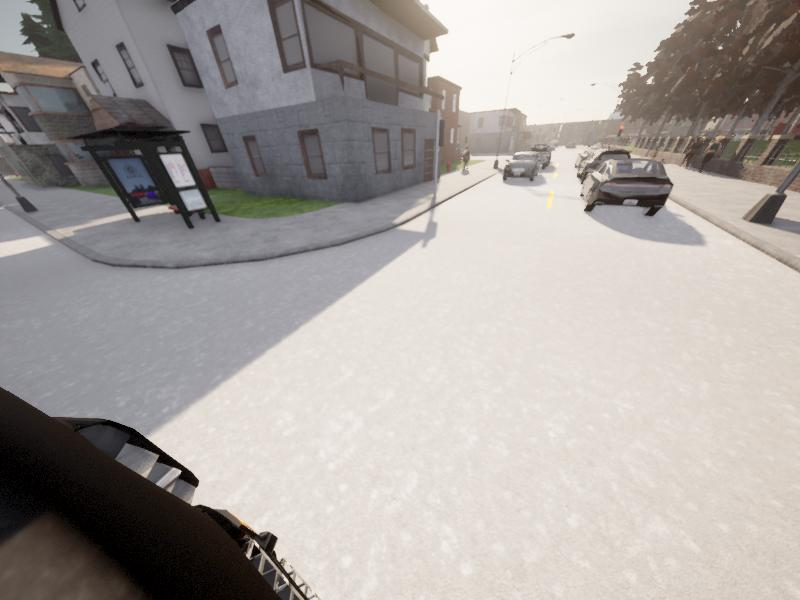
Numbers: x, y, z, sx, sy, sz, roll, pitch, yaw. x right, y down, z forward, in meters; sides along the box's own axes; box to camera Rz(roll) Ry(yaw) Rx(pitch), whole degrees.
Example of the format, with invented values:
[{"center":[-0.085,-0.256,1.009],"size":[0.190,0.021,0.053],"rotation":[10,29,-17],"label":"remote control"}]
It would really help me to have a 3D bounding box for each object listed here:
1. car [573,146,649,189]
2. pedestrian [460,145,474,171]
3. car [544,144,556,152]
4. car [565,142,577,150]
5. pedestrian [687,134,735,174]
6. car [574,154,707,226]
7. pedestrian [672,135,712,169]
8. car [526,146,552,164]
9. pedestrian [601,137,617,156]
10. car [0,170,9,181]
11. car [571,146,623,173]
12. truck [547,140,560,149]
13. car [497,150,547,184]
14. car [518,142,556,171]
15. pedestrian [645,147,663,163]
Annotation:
[{"center":[11.387,-7.539,12.925],"size":[2.033,1.649,4.856],"rotation":[15,38,24],"label":"car"},{"center":[5.639,-12.006,19.570],"size":[0.751,1.860,0.751],"rotation":[18,39,28],"label":"pedestrian"},{"center":[32.821,-33.209,50.448],"size":[1.812,1.442,4.674],"rotation":[16,38,26],"label":"car"},{"center":[41.649,-37.523,56.347],"size":[1.970,1.475,3.806],"rotation":[16,38,26],"label":"car"},{"center":[17.765,-8.349,13.258],"size":[0.751,1.860,0.751],"rotation":[15,38,25],"label":"pedestrian"},{"center":[7.857,-4.196,8.268],"size":[2.128,1.511,4.902],"rotation":[16,38,26],"label":"car"},{"center":[19.180,-9.729,15.227],"size":[0.751,1.860,0.751],"rotation":[16,38,25],"label":"pedestrian"},{"center":[15.486,-16.181,25.705],"size":[1.837,1.490,4.892],"rotation":[16,38,26],"label":"car"},{"center":[26.310,-19.334,29.119],"size":[0.751,1.860,0.751],"rotation":[-30,43,-35],"label":"pedestrian"},{"center":[-74.756,-21.825,40.921],"size":[2.152,1.651,5.027],"rotation":[8,35,16],"label":"car"},{"center":[14.870,-10.882,17.796],"size":[2.128,1.511,4.902],"rotation":[14,37,24],"label":"car"},{"center":[44.607,-45.217,67.024],"size":[2.390,2.098,6.274],"rotation":[16,38,26],"label":"truck"},{"center":[8.208,-8.974,15.399],"size":[2.128,1.511,4.902],"rotation":[16,38,26],"label":"car"},{"center":[12.188,-12.750,20.448],"size":[1.932,1.855,4.605],"rotation":[18,39,28],"label":"car"},{"center":[21.639,-12.353,19.671],"size":[0.500,1.100,0.500],"rotation":[10,36,18],"label":"pedestrian"}]
